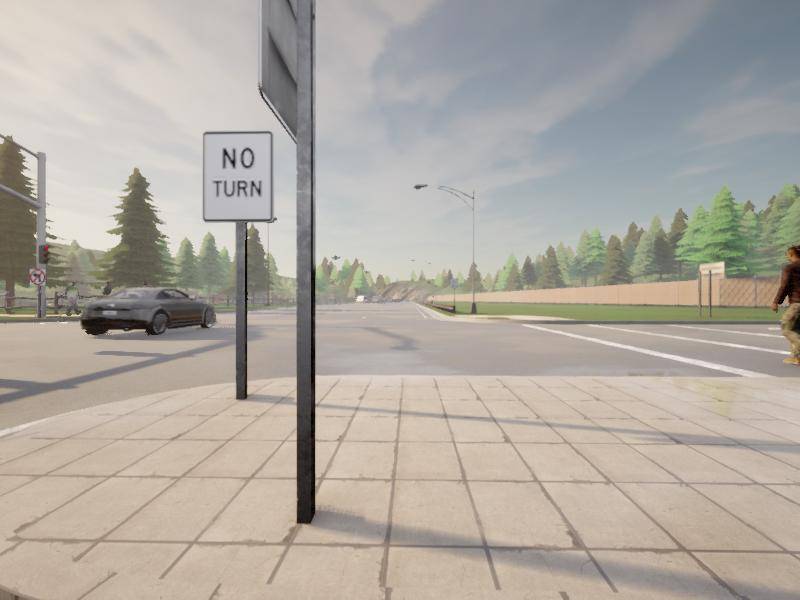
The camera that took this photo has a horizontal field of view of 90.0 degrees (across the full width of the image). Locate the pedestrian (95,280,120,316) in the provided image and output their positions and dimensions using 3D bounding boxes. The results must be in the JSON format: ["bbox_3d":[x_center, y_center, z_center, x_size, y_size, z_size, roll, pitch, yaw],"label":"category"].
[{"bbox_3d":[-15.667,-0.115,21.437,0.751,1.860,0.751,0,0,5],"label":"pedestrian"}]

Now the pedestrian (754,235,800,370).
[{"bbox_3d":[5.857,0.037,5.819,0.751,1.860,0.751,0,0,-1],"label":"pedestrian"}]

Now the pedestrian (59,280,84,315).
[{"bbox_3d":[-17.628,-0.115,21.476,0.751,1.860,0.751,0,0,11],"label":"pedestrian"}]

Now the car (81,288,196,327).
[{"bbox_3d":[-10.925,0.269,17.223,1.812,1.442,4.674,0,0,1],"label":"car"}]

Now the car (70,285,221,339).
[{"bbox_3d":[-7.531,0.307,12.450,1.994,1.385,4.181,0,0,1],"label":"car"}]
